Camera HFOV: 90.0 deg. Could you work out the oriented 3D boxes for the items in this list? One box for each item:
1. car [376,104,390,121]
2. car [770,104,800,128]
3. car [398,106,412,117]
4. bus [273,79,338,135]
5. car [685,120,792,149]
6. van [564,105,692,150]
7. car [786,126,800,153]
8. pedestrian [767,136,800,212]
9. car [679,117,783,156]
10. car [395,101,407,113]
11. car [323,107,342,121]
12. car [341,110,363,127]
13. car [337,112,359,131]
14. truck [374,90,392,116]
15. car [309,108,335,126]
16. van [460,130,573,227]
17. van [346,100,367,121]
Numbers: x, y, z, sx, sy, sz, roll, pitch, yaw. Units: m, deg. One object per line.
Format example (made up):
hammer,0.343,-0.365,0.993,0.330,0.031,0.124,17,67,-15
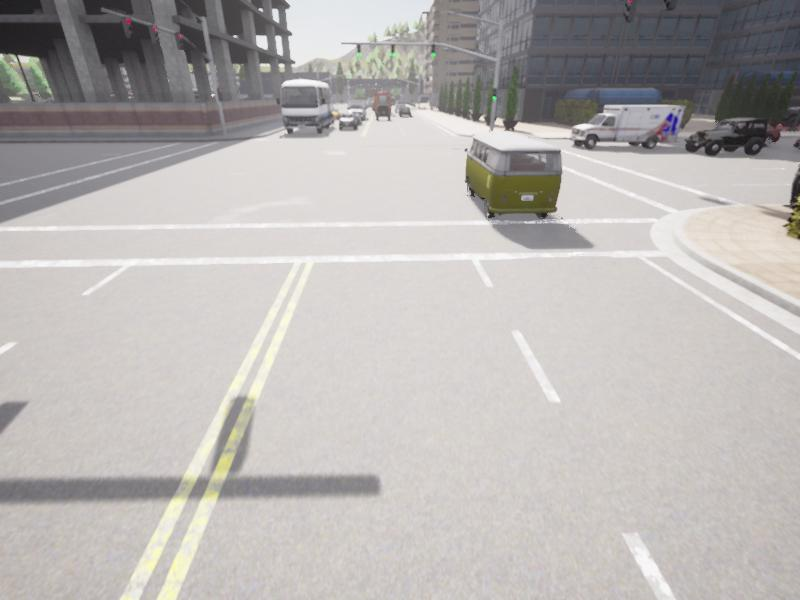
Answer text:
car,-2.327,-25.806,55.001,1.905,1.878,3.866,-1,27,-2
car,40.083,-17.573,38.242,6.274,2.098,2.390,13,30,25
car,0.780,-30.137,63.851,2.007,1.525,4.514,-1,27,-2
bus,-8.464,-18.322,37.810,3.944,4.253,10.273,-1,27,-2
car,21.834,-10.801,25.996,5.008,1.535,1.882,-2,27,-2
van,14.288,-11.025,25.483,6.366,2.431,2.351,-1,27,-2
car,25.479,-9.206,23.054,4.181,1.385,1.994,-1,27,-1
pedestrian,11.029,-3.421,10.873,0.751,1.860,0.751,4,27,9
car,18.608,-9.291,22.670,3.866,1.878,1.905,-1,27,-2
car,0.077,-38.355,79.334,2.150,2.045,5.566,-1,28,-2
car,-9.371,-26.081,55.900,1.801,1.575,5.366,-1,27,-2
car,-5.397,-20.722,45.495,2.128,1.511,4.902,-1,27,-2
car,-5.141,-17.815,39.769,1.789,1.549,3.705,-1,27,-2
truck,-3.008,-34.431,69.731,2.891,3.827,8.468,-1,27,-2
car,-8.939,-21.206,46.279,2.242,1.667,4.611,-1,27,-2
van,3.116,-3.792,11.875,1.775,1.987,4.442,-1,27,-2
van,-5.822,-25.911,54.629,2.351,2.431,6.366,-1,27,-2
